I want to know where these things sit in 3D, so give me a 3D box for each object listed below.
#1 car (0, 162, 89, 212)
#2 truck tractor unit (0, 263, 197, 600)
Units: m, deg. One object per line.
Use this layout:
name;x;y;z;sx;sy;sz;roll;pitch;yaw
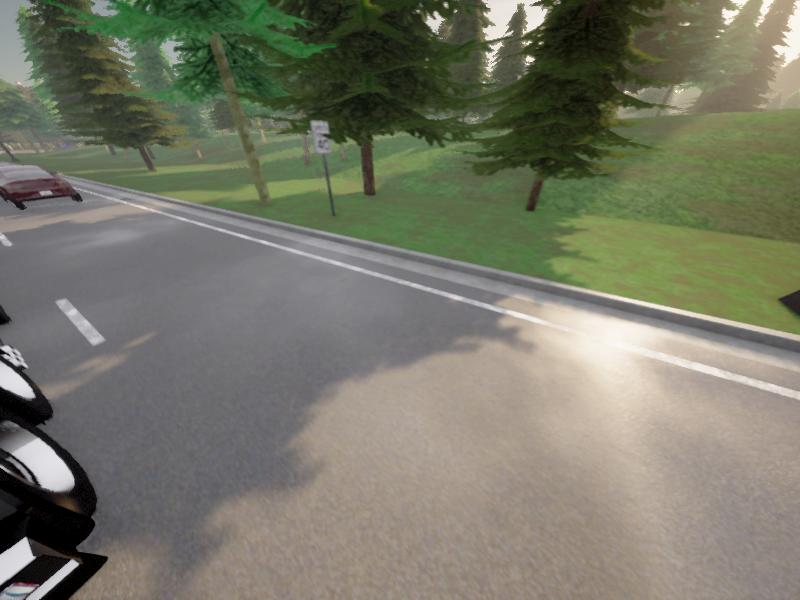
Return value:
car;-16.516;-5.176;10.330;4.674;1.442;1.812;18;39;24
truck tractor unit;-5.113;-0.299;0.785;6.516;4.208;3.053;18;39;24
